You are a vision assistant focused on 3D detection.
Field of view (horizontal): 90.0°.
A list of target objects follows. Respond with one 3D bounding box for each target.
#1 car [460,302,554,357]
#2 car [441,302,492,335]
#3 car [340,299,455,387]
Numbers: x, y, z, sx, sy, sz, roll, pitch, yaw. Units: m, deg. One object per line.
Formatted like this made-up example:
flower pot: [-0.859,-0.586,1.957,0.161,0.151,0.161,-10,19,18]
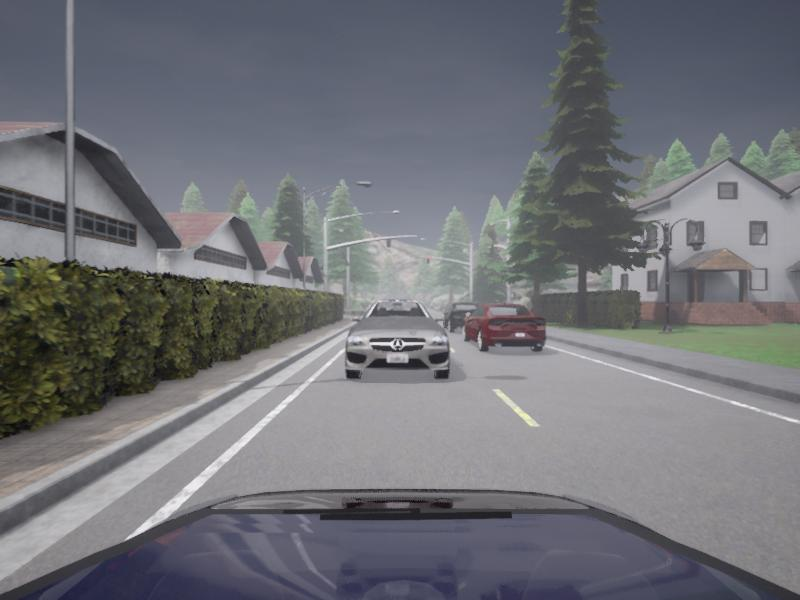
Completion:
car: [3.426,0.851,13.906,1.882,1.535,5.008,0,0,0]
car: [3.387,0.864,21.289,1.882,1.535,5.008,0,0,0]
car: [-0.061,0.800,10.015,2.152,1.651,5.027,0,0,0]
